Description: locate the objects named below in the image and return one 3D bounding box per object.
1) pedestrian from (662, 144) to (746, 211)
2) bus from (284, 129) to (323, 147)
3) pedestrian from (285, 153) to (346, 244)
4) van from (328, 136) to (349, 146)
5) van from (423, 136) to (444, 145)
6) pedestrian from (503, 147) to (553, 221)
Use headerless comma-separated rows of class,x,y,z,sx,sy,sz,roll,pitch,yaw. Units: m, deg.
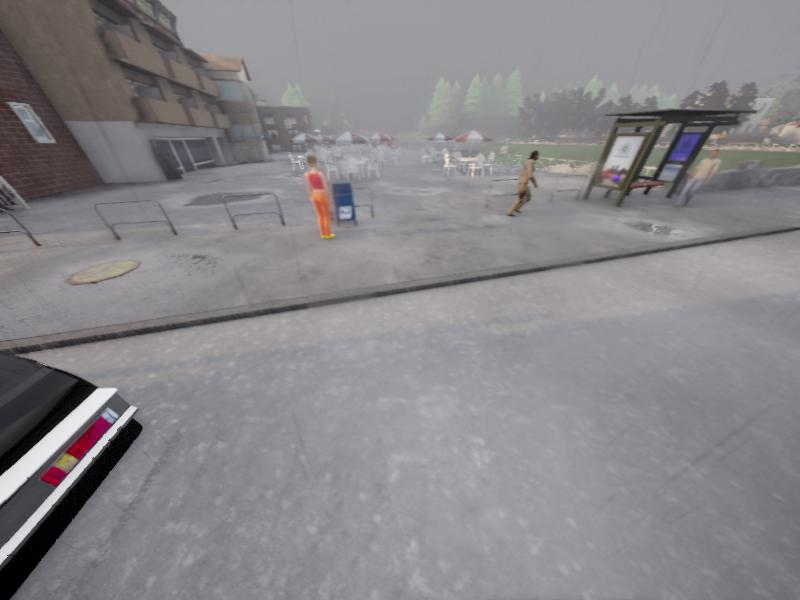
pedestrian,10.052,-4.094,7.738,0.751,1.860,0.751,-14,37,-18
bus,-29.400,-49.814,71.149,10.273,4.253,3.944,-9,36,-12
pedestrian,-1.920,-2.406,5.543,0.751,1.860,0.751,7,36,11
van,-19.664,-50.815,73.861,5.915,2.561,1.988,-9,36,-12
van,11.030,-53.440,77.206,6.366,2.431,2.351,-9,36,-12
pedestrian,3.737,-3.457,6.938,0.751,1.860,0.751,9,36,14
